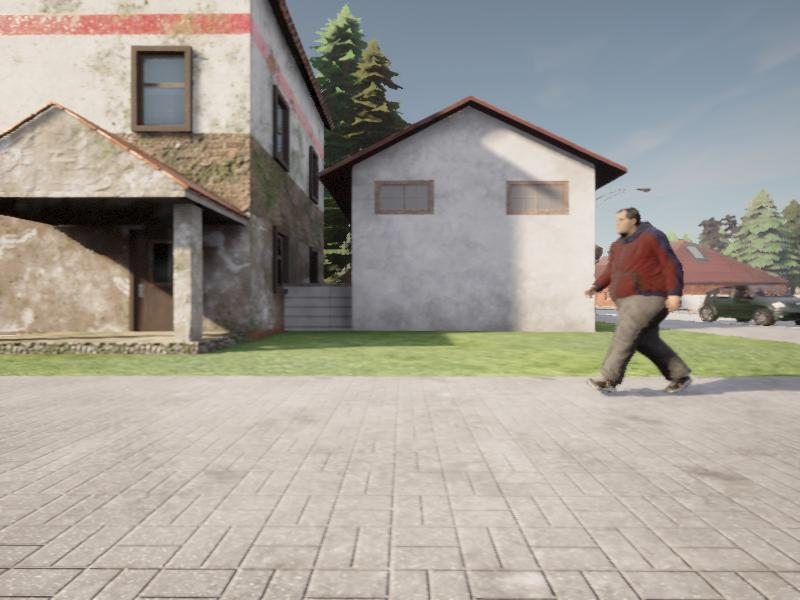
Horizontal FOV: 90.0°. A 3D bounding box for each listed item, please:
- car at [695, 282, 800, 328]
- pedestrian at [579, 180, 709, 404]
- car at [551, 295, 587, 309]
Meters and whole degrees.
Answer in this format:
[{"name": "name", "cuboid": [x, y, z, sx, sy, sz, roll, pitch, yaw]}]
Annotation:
[{"name": "car", "cuboid": [14.214, 0.181, 16.036, 1.851, 1.617, 3.988, 0, 0, 0]}, {"name": "pedestrian", "cuboid": [2.197, -0.067, 3.703, 0.751, 1.860, 0.751, 0, 0, 1]}, {"name": "car", "cuboid": [18.427, 0.214, 43.961, 1.882, 1.535, 5.008, 0, 0, 0]}]
